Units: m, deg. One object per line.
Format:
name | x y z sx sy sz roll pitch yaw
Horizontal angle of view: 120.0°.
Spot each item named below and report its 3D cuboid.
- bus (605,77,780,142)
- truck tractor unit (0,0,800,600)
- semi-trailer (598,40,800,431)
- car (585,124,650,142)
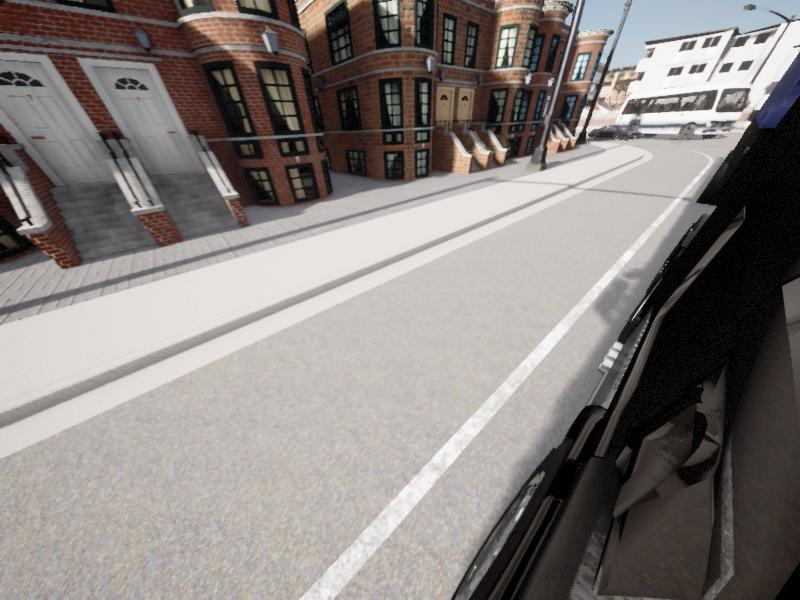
bus | 28.611 -19.398 24.126 3.944 4.253 10.273 -5 37 -5
truck tractor unit | 2.645 -0.295 0.351 6.516 4.208 3.053 -28 44 -30
semi-trailer | 8.691 -3.615 4.229 14.254 4.402 2.717 -28 44 -30
car | 24.672 -19.248 26.558 2.033 1.411 5.357 -7 37 -6
